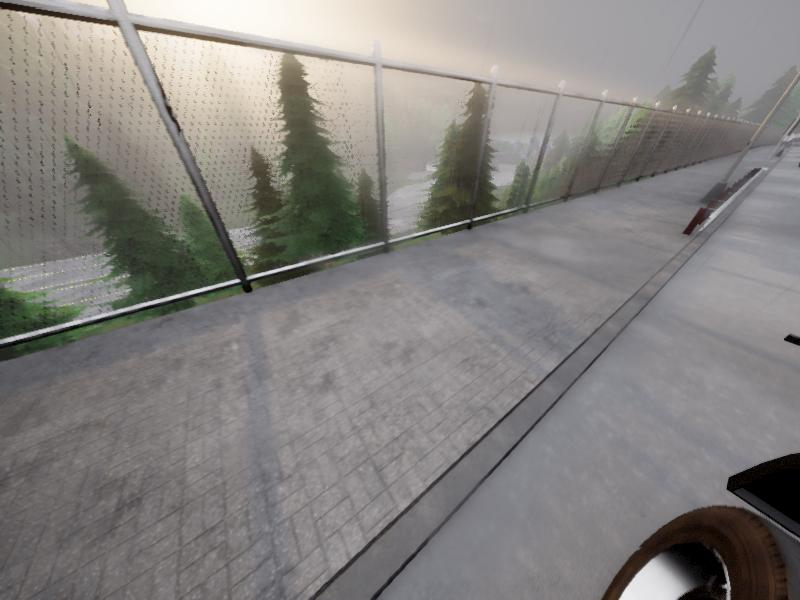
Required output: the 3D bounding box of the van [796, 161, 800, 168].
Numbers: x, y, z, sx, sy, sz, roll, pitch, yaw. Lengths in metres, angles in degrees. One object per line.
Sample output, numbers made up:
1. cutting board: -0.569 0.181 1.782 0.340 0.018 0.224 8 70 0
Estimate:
1. van: 34.903 -12.181 18.566 5.915 2.561 1.988 -22 41 -28
